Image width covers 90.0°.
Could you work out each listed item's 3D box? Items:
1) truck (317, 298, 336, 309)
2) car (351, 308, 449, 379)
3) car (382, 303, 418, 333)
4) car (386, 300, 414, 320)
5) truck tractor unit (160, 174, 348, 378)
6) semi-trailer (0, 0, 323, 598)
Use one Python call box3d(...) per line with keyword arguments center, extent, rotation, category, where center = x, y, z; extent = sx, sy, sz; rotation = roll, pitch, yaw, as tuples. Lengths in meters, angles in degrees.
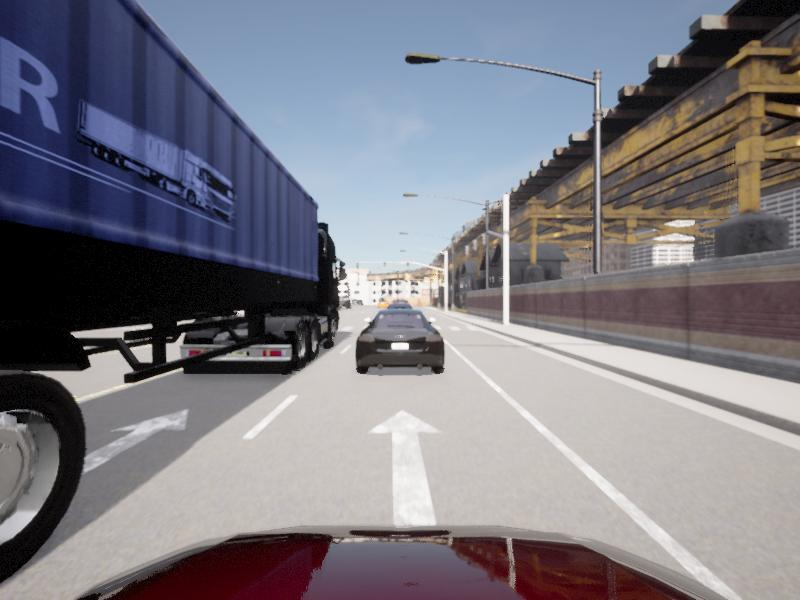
box3d(center=(-13.988, 0.656, 76.677), extent=(2.390, 2.098, 6.274), rotation=(0, 0, 0), category="truck")
box3d(center=(-0.001, 0.923, 10.250), extent=(1.994, 1.385, 4.181), rotation=(0, 0, 0), category="car")
box3d(center=(0.001, 0.903, 22.180), extent=(1.812, 1.442, 4.674), rotation=(0, 0, 0), category="car")
box3d(center=(0.004, 0.808, 34.908), extent=(2.242, 1.667, 4.611), rotation=(0, 0, 0), category="car")
box3d(center=(-3.455, -0.506, 11.543), extent=(3.053, 4.208, 6.516), rotation=(0, 0, 0), category="truck tractor unit")
box3d(center=(-3.476, -0.614, 3.628), extent=(2.717, 4.402, 14.254), rotation=(0, 0, 0), category="semi-trailer")
